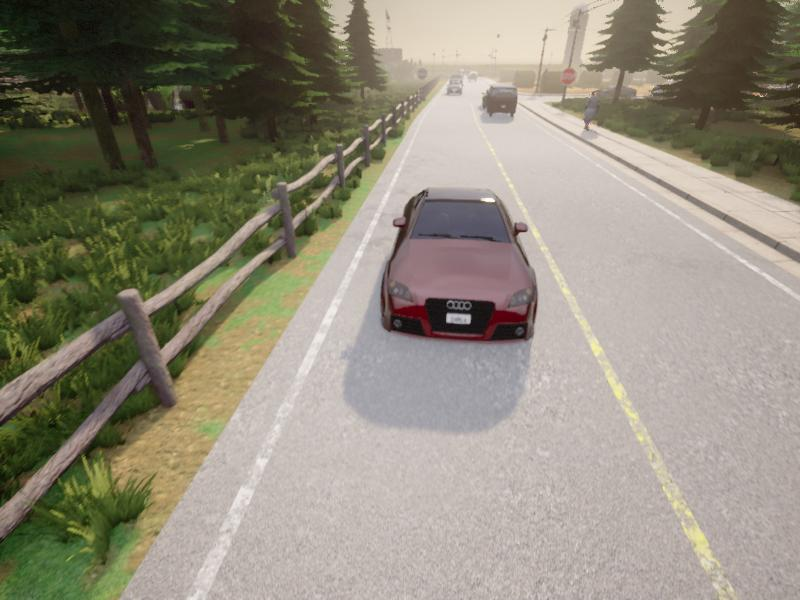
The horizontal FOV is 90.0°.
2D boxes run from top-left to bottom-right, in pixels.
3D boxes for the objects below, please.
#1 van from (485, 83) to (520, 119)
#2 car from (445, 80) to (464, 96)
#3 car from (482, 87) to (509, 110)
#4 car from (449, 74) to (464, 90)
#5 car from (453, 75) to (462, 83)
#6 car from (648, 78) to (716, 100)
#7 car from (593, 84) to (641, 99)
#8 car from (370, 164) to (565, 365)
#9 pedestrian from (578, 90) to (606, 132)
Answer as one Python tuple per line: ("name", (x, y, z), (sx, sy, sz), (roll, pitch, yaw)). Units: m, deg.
("van", (7.205, -14.276, 28.533), (1.775, 1.987, 4.442), (4, 30, 6))
("car", (6.739, -26.009, 49.084), (2.128, 1.511, 4.902), (4, 31, 6))
("car", (8.007, -17.175, 33.990), (1.837, 1.490, 4.892), (5, 31, 7))
("car", (8.807, -34.148, 62.503), (2.150, 2.045, 5.566), (4, 30, 6))
("car", (12.442, -47.780, 86.515), (1.970, 1.475, 3.806), (4, 31, 6))
("car", (31.475, -23.653, 44.828), (5.566, 2.045, 2.150), (3, 30, 4))
("car", (24.606, -23.681, 45.479), (4.181, 1.385, 1.994), (2, 30, 3))
("car", (0.895, -0.940, 6.273), (1.994, 1.385, 4.181), (3, 31, 5))
("pedestrian", (9.799, -9.682, 20.480), (0.751, 1.860, 0.751), (3, 30, 4))
